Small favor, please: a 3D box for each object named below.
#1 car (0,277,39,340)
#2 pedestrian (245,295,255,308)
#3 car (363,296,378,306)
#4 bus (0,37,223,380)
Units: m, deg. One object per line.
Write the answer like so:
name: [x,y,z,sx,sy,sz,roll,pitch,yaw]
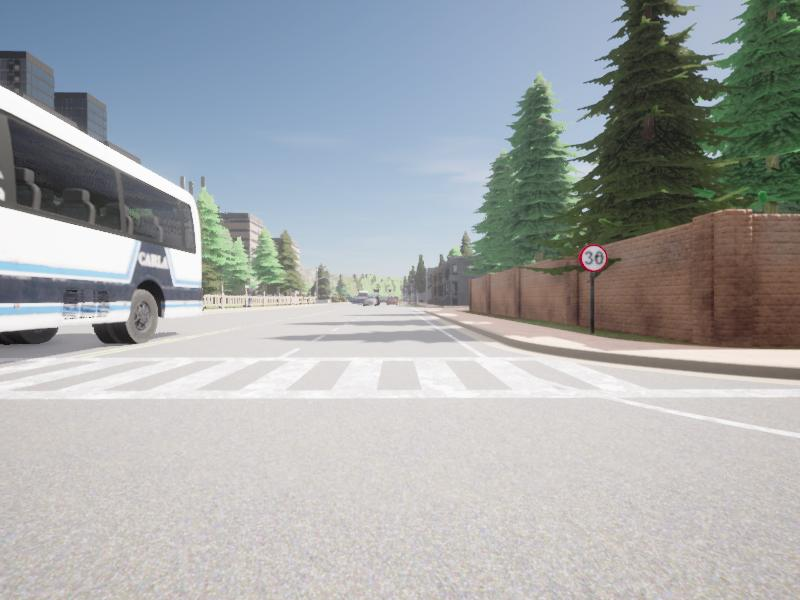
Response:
car: [-10.868,0.201,8.378,1.801,1.575,5.366,0,0,0]
pedestrian: [-15.741,0.165,41.942,0.751,1.300,0.751,0,0,-3]
car: [-4.848,0.181,66.647,2.152,1.651,5.027,0,0,-1]
bus: [-7.026,-1.134,6.783,3.944,4.253,10.273,0,0,-3]
